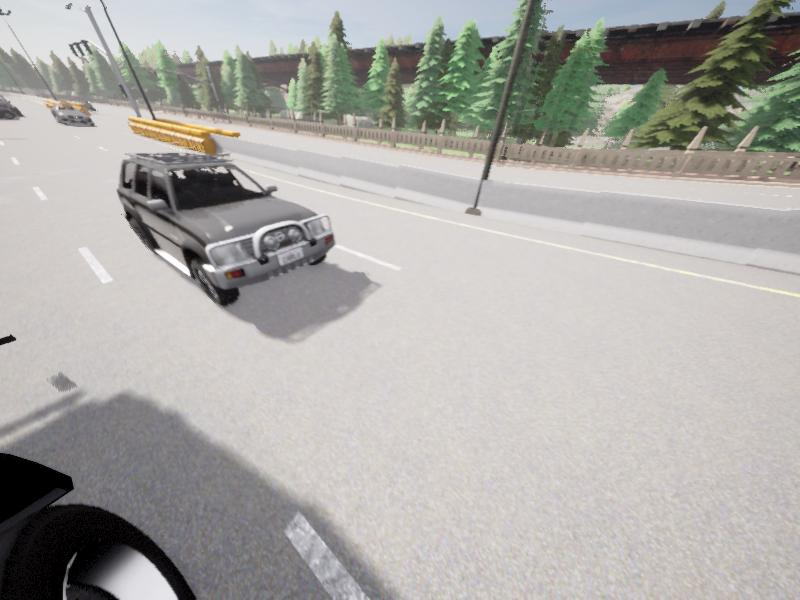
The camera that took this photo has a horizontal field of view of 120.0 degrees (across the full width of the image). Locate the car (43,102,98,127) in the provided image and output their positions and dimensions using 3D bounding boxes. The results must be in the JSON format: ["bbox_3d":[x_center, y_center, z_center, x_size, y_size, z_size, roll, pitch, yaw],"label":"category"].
[{"bbox_3d":[-33.815,-18.983,23.685,5.027,1.651,2.152,26,42,25],"label":"car"}]

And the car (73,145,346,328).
[{"bbox_3d":[-3.465,-1.641,4.309,4.605,1.855,1.932,24,41,27],"label":"car"}]

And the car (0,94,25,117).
[{"bbox_3d":[-45.143,-22.061,26.128,3.866,1.878,1.905,26,43,25],"label":"car"}]

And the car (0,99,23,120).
[{"bbox_3d":[-41.119,-18.669,22.453,1.851,1.617,3.988,15,39,12],"label":"car"}]
